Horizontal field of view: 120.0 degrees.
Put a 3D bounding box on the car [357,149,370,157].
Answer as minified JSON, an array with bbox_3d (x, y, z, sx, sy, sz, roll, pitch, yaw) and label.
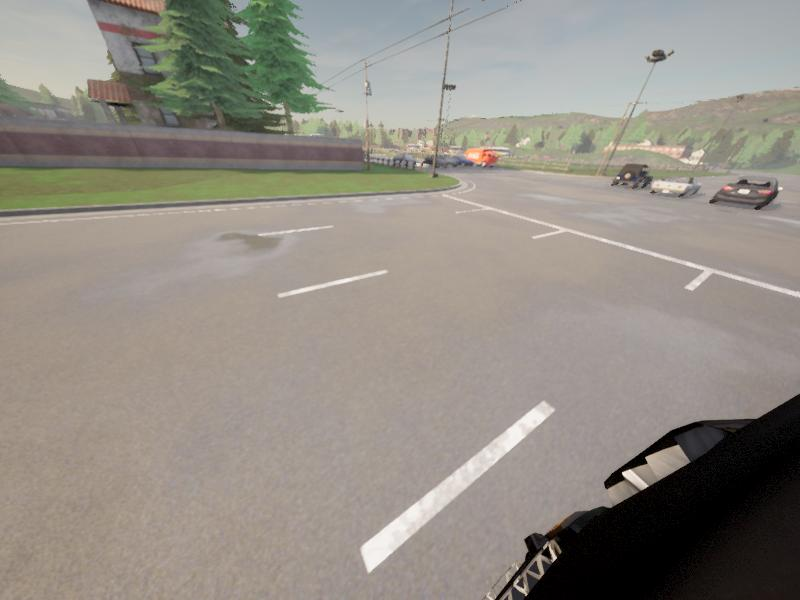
[{"bbox_3d":[-8.482,-34.238,53.703,1.994,1.385,4.181,-10,36,-19],"label":"car"}]

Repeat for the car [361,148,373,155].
[{"bbox_3d":[-9.711,-43.451,67.500,1.994,1.385,4.181,-17,39,-27],"label":"car"}]

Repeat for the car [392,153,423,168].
[{"bbox_3d":[0.879,-19.028,31.444,1.812,1.442,4.674,-17,38,-27],"label":"car"}]

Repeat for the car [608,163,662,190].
[{"bbox_3d":[21.368,-11.303,21.044,3.866,1.878,1.905,-17,38,-27],"label":"car"}]

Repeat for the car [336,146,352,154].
[{"bbox_3d":[-15.319,-40.816,62.796,2.242,1.667,4.611,-23,41,-34],"label":"car"}]

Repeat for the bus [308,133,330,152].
[{"bbox_3d":[-24.074,-46.578,68.450,3.944,4.253,10.273,-12,36,-22],"label":"bus"}]

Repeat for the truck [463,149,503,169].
[{"bbox_3d":[13.197,-22.700,37.069,2.627,2.467,5.204,-17,38,-27],"label":"truck"}]

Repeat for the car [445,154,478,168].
[{"bbox_3d":[9.563,-22.006,36.555,1.882,1.535,5.008,-17,38,-27],"label":"car"}]

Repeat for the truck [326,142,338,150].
[{"bbox_3d":[-26.357,-59.338,89.125,2.627,2.467,5.204,-17,38,-27],"label":"truck"}]

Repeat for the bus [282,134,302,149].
[{"bbox_3d":[-38.838,-57.176,83.238,3.944,4.253,10.273,-17,38,-27],"label":"bus"}]

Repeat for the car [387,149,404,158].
[{"bbox_3d":[-1.241,-35.671,56.307,2.007,1.525,4.514,-17,38,-27],"label":"car"}]

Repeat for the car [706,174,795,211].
[{"bbox_3d":[22.533,-7.029,14.889,4.611,1.667,2.242,-17,38,-27],"label":"car"}]

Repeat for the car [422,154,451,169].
[{"bbox_3d":[4.964,-18.951,31.559,1.789,1.549,3.705,-17,38,-28],"label":"car"}]

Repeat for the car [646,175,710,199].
[{"bbox_3d":[21.520,-8.838,17.877,4.718,1.301,1.895,-17,38,-27],"label":"car"}]

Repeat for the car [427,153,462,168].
[{"bbox_3d":[6.589,-21.138,34.928,2.152,1.651,5.027,-17,38,-27],"label":"car"}]
